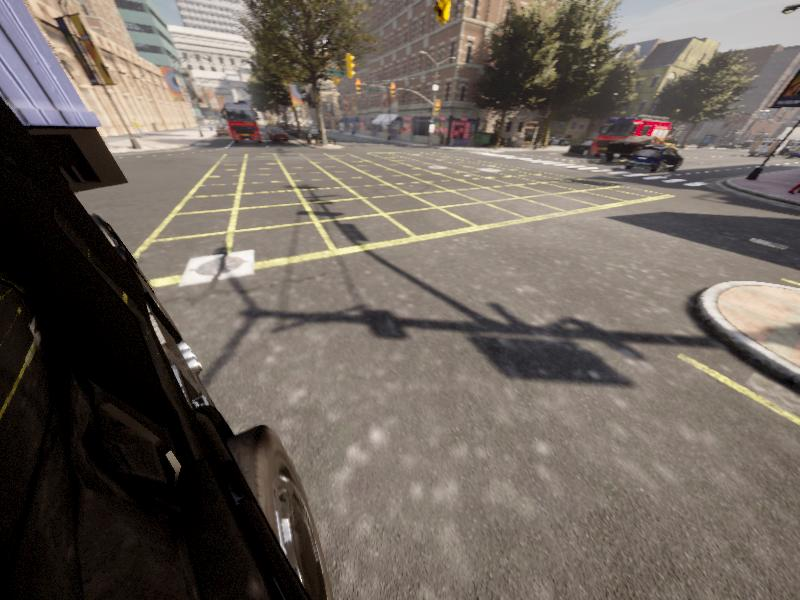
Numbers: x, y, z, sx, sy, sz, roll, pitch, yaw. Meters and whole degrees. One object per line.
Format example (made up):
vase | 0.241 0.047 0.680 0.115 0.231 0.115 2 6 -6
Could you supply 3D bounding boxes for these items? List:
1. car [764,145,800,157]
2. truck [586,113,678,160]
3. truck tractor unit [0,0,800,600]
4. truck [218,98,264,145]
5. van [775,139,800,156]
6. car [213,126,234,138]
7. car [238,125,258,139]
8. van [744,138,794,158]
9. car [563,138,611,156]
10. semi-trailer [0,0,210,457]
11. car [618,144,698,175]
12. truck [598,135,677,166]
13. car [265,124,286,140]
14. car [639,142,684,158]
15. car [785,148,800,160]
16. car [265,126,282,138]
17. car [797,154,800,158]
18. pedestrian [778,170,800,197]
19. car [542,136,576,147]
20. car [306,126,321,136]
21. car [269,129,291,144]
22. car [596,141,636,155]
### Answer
car | 67.287 -26.311 40.680 5.238 1.638 1.930 -16 40 -22
truck | 25.605 -17.945 25.582 8.468 3.827 2.891 -15 40 -22
truck tractor unit | -2.645 -0.295 0.351 6.516 4.208 3.053 28 44 30
truck | -18.494 -21.017 27.343 2.891 3.827 8.468 -15 40 -22
van | 74.953 -28.755 43.663 6.366 2.431 2.351 -16 40 -22
car | -26.178 -25.084 34.428 1.895 1.301 4.718 -15 40 -22
car | -21.938 -24.303 33.472 1.970 1.475 3.806 -16 40 -22
van | 59.032 -24.328 36.955 6.366 2.431 2.351 -16 40 -22
car | 22.797 -18.660 28.196 5.238 1.638 1.930 -16 41 -23
semi-trailer | -10.099 -1.516 1.401 14.254 4.402 2.717 3 36 1
car | 19.292 -10.602 17.335 4.856 1.649 2.033 -16 41 -22
truck | 22.096 -13.927 21.501 6.274 2.098 2.390 -16 40 -22
car | -18.200 -24.547 33.727 2.097 1.767 4.553 -15 40 -22
car | 33.493 -19.250 29.590 5.366 1.575 1.801 -16 40 -22
car | 61.751 -22.314 35.295 4.181 1.385 1.994 -16 40 -22
car | -20.839 -27.683 38.013 1.970 1.475 3.806 -15 40 -22
car | 68.847 -24.293 38.277 5.357 1.411 2.033 -16 40 -22
pedestrian | 18.583 -5.669 10.267 0.751 1.860 0.751 -4 37 -8
car | 30.772 -30.808 44.821 2.038 1.542 4.974 -15 40 -21
car | -17.820 -34.773 47.576 1.970 1.475 3.806 -15 40 -22
car | -15.132 -20.539 28.987 1.895 1.301 4.718 -15 40 -22
car | 28.810 -20.252 30.788 4.674 1.442 1.812 -16 40 -22
